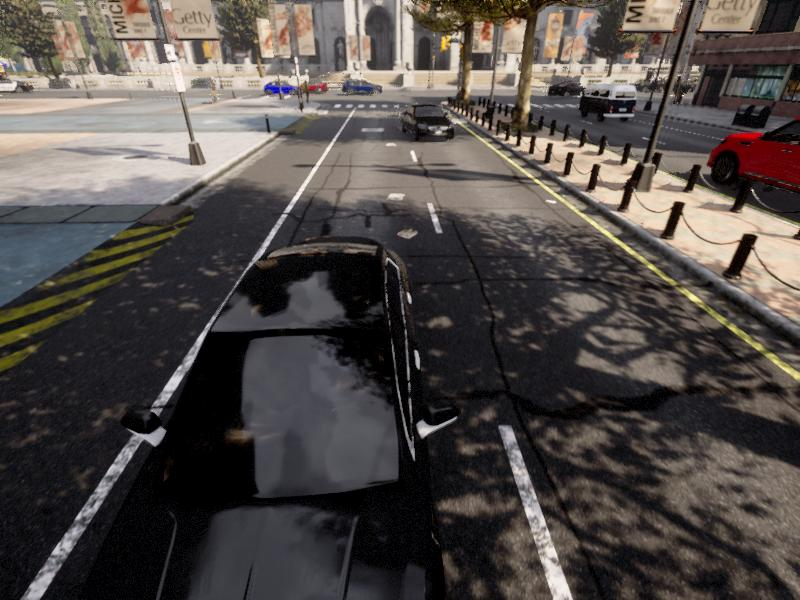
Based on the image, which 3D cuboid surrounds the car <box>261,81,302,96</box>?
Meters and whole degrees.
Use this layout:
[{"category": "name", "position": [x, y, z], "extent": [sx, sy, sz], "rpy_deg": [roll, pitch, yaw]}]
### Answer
[{"category": "car", "position": [-13.942, -25.057, 47.372], "extent": [4.193, 1.474, 1.816], "rpy_deg": [-1, 30, -2]}]

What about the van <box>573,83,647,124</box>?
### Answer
[{"category": "van", "position": [13.340, -12.784, 25.834], "extent": [2.069, 2.038, 4.480], "rpy_deg": [-1, 30, -2]}]

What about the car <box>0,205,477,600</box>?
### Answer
[{"category": "car", "position": [-0.732, 0.660, 3.391], "extent": [1.837, 1.490, 4.892], "rpy_deg": [-1, 30, -2]}]

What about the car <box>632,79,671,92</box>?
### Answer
[{"category": "car", "position": [34.348, -29.386, 54.741], "extent": [3.806, 1.475, 1.970], "rpy_deg": [-1, 30, -2]}]

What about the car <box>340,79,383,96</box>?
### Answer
[{"category": "car", "position": [-4.482, -25.273, 47.593], "extent": [4.856, 1.649, 2.033], "rpy_deg": [-1, 30, -1]}]

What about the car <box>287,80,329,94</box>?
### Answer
[{"category": "car", "position": [-11.534, -26.851, 50.436], "extent": [4.792, 1.488, 2.163], "rpy_deg": [-1, 30, -2]}]

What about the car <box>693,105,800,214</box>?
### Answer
[{"category": "car", "position": [10.507, -3.431, 9.838], "extent": [2.150, 2.045, 5.566], "rpy_deg": [-1, 30, -2]}]

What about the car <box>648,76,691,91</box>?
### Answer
[{"category": "car", "position": [34.669, -27.907, 51.563], "extent": [3.988, 1.617, 1.851], "rpy_deg": [-1, 30, -2]}]

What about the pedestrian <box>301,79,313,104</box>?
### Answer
[{"category": "pedestrian", "position": [-8.052, -18.026, 34.621], "extent": [0.751, 1.860, 0.751], "rpy_deg": [-2, 30, -3]}]

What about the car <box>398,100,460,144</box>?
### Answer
[{"category": "car", "position": [1.257, -8.815, 19.637], "extent": [1.812, 1.442, 4.674], "rpy_deg": [-6, 31, -10]}]

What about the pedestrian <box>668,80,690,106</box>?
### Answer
[{"category": "pedestrian", "position": [22.993, -17.060, 32.975], "extent": [0.751, 1.860, 0.751], "rpy_deg": [1, 30, 1]}]

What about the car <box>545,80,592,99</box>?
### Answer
[{"category": "car", "position": [18.715, -23.397, 44.373], "extent": [5.238, 1.638, 1.930], "rpy_deg": [-19, 34, -29]}]

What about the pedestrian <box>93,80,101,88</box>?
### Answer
[{"category": "pedestrian", "position": [-44.939, -32.042, 59.329], "extent": [0.500, 1.100, 0.500], "rpy_deg": [2, 30, 4]}]

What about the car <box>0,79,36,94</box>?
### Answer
[{"category": "car", "position": [-50.293, -27.330, 51.138], "extent": [4.974, 1.542, 2.038], "rpy_deg": [-8, 31, -14]}]

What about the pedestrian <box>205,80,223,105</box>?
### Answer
[{"category": "pedestrian", "position": [-15.794, -17.661, 33.997], "extent": [0.751, 1.860, 0.751], "rpy_deg": [4, 31, 7]}]
